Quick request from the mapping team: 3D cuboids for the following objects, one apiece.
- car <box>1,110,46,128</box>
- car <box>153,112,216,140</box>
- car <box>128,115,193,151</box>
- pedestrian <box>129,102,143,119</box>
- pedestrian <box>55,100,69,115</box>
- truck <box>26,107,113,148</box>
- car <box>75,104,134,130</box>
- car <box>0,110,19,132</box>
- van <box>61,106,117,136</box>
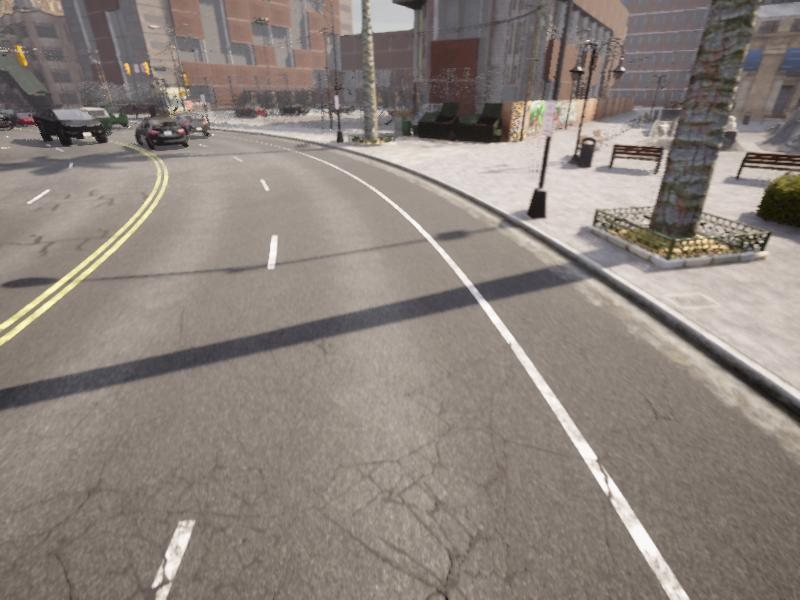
[{"bbox_3d":[-38.255,-18.424,40.619,4.181,1.385,1.994,17,32,30],"label":"car"},{"bbox_3d":[-16.561,-13.384,30.619,5.027,1.651,2.152,22,34,35],"label":"car"},{"bbox_3d":[-15.080,-10.540,25.081,2.242,1.667,4.611,-21,34,-35],"label":"car"},{"bbox_3d":[-31.577,-22.635,47.827,0.751,1.860,0.751,19,33,32],"label":"pedestrian"},{"bbox_3d":[-47.968,-27.275,56.780,0.751,1.860,0.751,17,32,29],"label":"pedestrian"},{"bbox_3d":[-21.840,-11.464,26.396,6.274,2.098,2.390,20,33,33],"label":"truck"},{"bbox_3d":[-28.163,-17.492,38.088,5.566,2.045,2.150,18,32,30],"label":"car"},{"bbox_3d":[-36.527,-16.060,35.763,5.238,1.638,1.930,18,32,30],"label":"car"},{"bbox_3d":[-25.253,-14.537,32.448,4.442,1.987,1.775,19,33,32],"label":"van"}]
